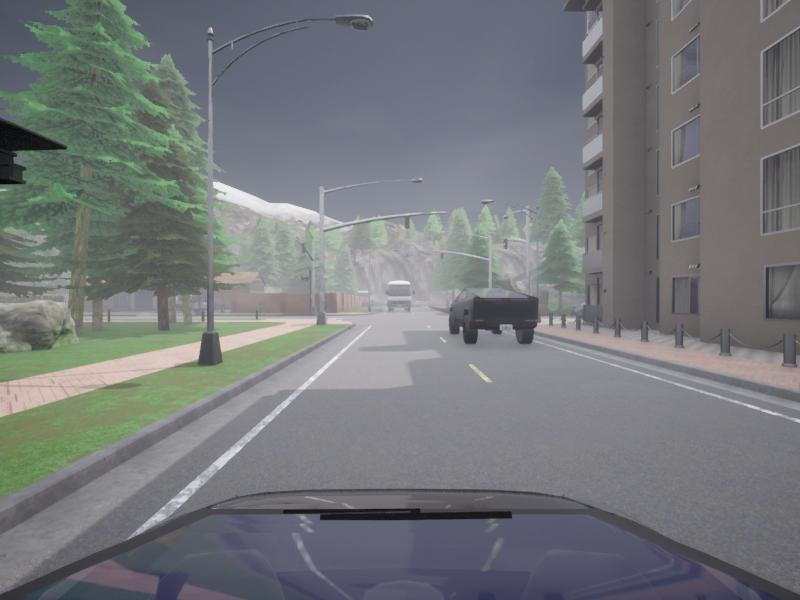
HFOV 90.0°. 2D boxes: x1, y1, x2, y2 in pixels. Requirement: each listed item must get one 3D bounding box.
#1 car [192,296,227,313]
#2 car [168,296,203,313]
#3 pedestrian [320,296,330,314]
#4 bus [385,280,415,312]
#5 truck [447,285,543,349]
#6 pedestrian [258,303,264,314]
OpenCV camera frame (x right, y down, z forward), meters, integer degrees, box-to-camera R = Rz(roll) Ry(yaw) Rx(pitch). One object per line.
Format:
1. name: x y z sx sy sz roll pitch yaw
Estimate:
1. car: -21.587 0.503 45.523 1.932 1.855 4.605 0 0 -1
2. car: -24.091 0.505 45.073 1.905 1.878 3.866 0 0 -1
3. pedestrian: -7.833 0.477 41.897 0.751 1.860 0.751 0 0 -43
4. bus: 0.035 -0.534 57.845 3.944 4.253 10.273 0 0 0
5. truck: 3.475 0.542 16.195 2.390 2.098 6.274 0 0 0
6. pedestrian: -14.445 0.856 41.557 0.500 1.100 0.500 0 0 -2
